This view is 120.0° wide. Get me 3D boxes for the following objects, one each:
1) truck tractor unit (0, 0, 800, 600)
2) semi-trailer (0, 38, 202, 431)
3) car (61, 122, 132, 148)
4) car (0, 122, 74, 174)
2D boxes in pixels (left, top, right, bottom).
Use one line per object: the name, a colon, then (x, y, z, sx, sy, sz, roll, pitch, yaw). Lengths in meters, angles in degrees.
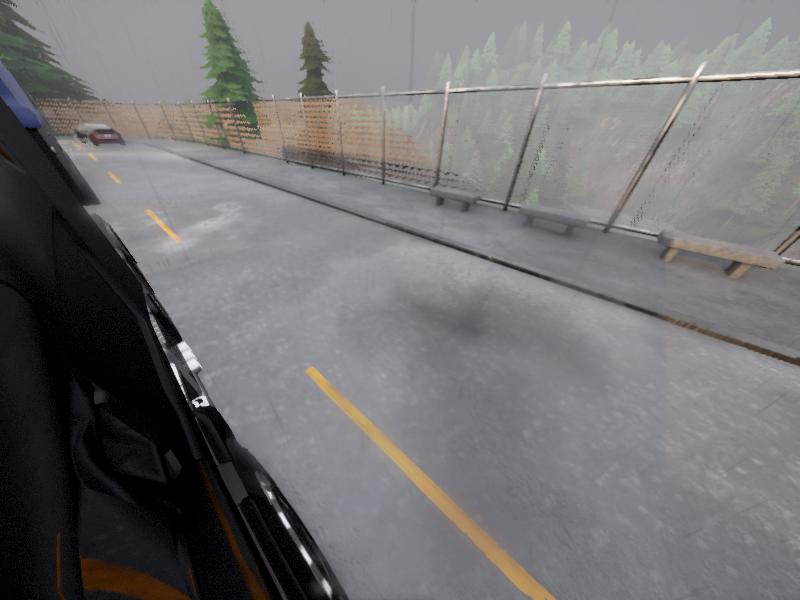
truck tractor unit: (-2.645, -0.295, 0.351, 6.516, 4.208, 3.053, 28, 44, 30)
semi-trailer: (-8.726, -3.580, 4.209, 14.254, 4.402, 2.717, 28, 43, 30)
car: (-25.743, -14.057, 19.638, 4.792, 1.488, 2.163, 20, 40, 22)
car: (-18.169, -7.543, 11.247, 5.238, 1.638, 1.930, 28, 44, 30)
